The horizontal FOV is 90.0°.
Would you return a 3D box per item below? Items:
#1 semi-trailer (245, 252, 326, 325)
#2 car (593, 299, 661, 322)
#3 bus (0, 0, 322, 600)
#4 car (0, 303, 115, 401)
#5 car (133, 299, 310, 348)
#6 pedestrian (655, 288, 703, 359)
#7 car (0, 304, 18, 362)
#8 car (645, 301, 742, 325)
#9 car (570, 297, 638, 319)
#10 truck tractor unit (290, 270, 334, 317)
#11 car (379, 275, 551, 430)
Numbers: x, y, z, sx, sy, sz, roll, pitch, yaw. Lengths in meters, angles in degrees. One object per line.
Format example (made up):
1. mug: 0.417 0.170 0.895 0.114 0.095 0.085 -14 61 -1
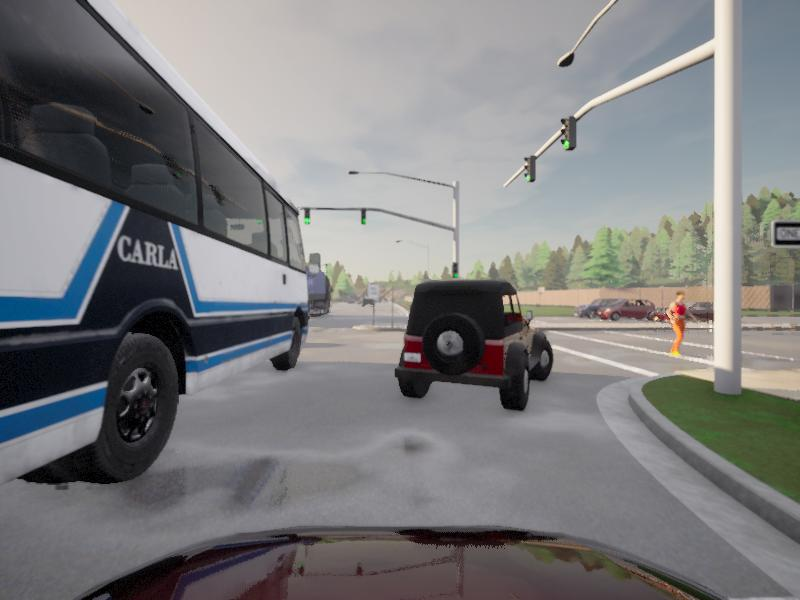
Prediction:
1. semi-trailer: -8.168 -0.687 31.165 2.717 4.402 14.254 0 0 -2
2. car: 16.709 0.725 29.530 3.988 1.617 1.851 0 0 -1
3. bus: -3.924 -0.554 5.654 3.944 4.253 10.273 0 -1 -2
4. car: -7.334 0.822 6.419 2.128 1.511 4.902 0 0 -2
5. car: -6.038 0.770 13.985 5.366 1.575 1.801 0 0 -1
6. pedestrian: 7.609 0.622 10.928 0.751 1.860 0.751 0 0 -14
7. car: -10.904 0.835 8.420 1.816 1.474 4.193 0 0 -2
8. car: 19.018 0.796 26.081 4.792 1.488 2.163 0 0 -1
9. car: 16.746 0.624 33.028 4.553 1.767 2.097 0 0 -1
10. truck tractor unit: -8.439 -0.607 39.077 3.053 4.208 6.516 0 0 -2
11. car: 1.413 0.631 7.012 1.905 1.878 3.866 0 0 27
